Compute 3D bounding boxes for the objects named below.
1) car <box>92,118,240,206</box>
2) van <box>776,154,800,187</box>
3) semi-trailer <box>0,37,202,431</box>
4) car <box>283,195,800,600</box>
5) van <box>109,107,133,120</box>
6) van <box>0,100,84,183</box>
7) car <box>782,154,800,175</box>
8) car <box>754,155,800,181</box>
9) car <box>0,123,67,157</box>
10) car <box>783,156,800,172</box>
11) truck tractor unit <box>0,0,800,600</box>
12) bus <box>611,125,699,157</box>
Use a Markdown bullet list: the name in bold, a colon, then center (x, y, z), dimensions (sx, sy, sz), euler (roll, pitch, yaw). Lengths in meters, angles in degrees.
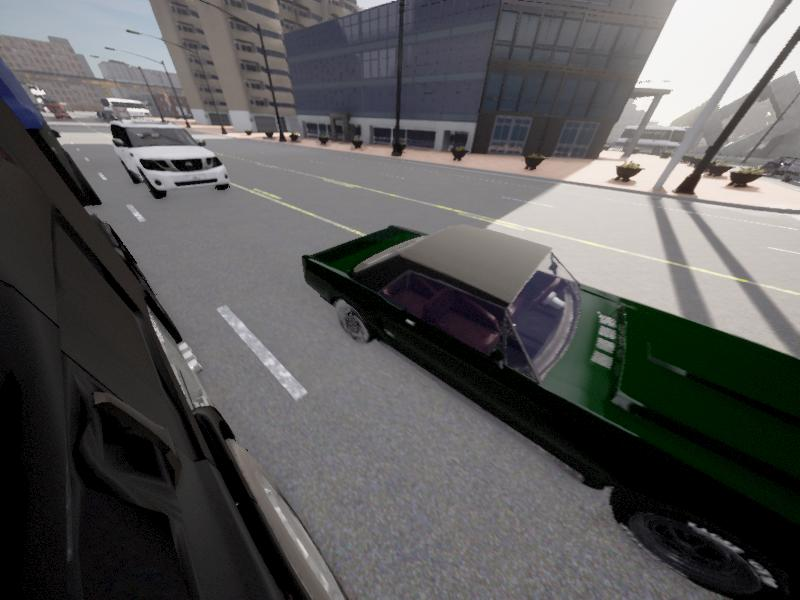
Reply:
- **car**: center (-8.646, -5.297, 8.508), dimensions (5.566, 2.045, 2.150), euler (27, 43, 29)
- **van**: center (30.047, -9.267, 16.032), dimensions (1.988, 2.561, 5.915), euler (29, 44, 30)
- **semi-trailer**: center (-8.712, -3.592, 4.220), dimensions (14.254, 4.402, 2.717), euler (28, 43, 30)
- **car**: center (1.057, 0.156, 2.453), dimensions (4.718, 1.301, 1.895), euler (28, 43, 30)
- **van**: center (-72.423, -48.461, 59.969), dimensions (6.366, 2.431, 2.351), euler (29, 44, 29)
- **van**: center (-16.498, -6.912, 9.887), dimensions (6.366, 2.431, 2.351), euler (27, 43, 30)
- **car**: center (43.476, -14.262, 24.448), dimensions (5.238, 1.638, 1.930), euler (-29, 48, -35)
- **car**: center (34.294, -11.809, 20.567), dimensions (1.845, 1.501, 3.633), euler (28, 44, 29)
- **car**: center (-23.898, -10.409, 14.909), dimensions (4.902, 1.511, 2.128), euler (28, 43, 30)
- **car**: center (49.124, -16.616, 28.147), dimensions (4.193, 1.474, 1.816), euler (-19, 43, -27)
- **truck tractor unit**: center (-2.645, -0.295, 0.351), dimensions (6.516, 4.208, 3.053), euler (28, 44, 30)
- **bus**: center (47.436, -30.357, 43.861), dimensions (3.944, 4.253, 10.273), euler (-4, 38, -10)
